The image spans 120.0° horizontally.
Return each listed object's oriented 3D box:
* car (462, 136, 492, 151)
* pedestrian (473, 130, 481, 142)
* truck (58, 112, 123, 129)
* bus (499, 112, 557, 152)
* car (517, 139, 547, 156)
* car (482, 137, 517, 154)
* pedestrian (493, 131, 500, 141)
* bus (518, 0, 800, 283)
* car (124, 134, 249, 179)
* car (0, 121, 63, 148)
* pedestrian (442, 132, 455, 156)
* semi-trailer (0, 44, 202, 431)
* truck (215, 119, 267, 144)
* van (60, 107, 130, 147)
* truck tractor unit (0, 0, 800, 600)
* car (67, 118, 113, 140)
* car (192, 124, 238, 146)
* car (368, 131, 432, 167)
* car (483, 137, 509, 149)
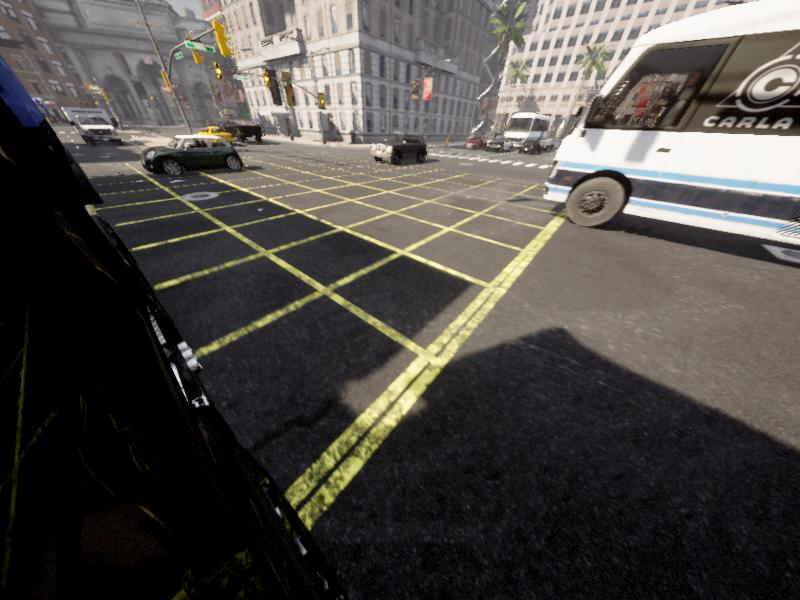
[{"bbox_3d":[10.523,-21.346,31.408,1.812,1.442,4.674,28,44,30],"label":"car"},{"bbox_3d":[15.270,-32.576,45.967,0.751,1.860,0.751,-20,42,-27],"label":"pedestrian"},{"bbox_3d":[-52.908,-30.807,39.721,6.274,2.098,2.390,-4,37,-8],"label":"truck"},{"bbox_3d":[19.198,-25.054,34.507,3.944,4.253,10.273,28,44,30],"label":"bus"},{"bbox_3d":[16.085,-18.657,28.135,1.816,1.474,4.193,28,44,30],"label":"car"},{"bbox_3d":[12.526,-19.485,28.980,2.038,1.542,4.974,28,44,30],"label":"car"},{"bbox_3d":[22.831,-38.720,54.571,0.751,1.860,0.751,28,44,30],"label":"pedestrian"},{"bbox_3d":[8.975,-3.036,4.661,10.273,4.253,3.944,28,44,29],"label":"bus"},{"bbox_3d":[-10.020,-7.040,11.171,1.970,1.475,3.806,28,44,30],"label":"car"},{"bbox_3d":[-28.182,-12.745,17.757,5.357,1.411,2.033,28,44,30],"label":"car"},{"bbox_3d":[4.765,-15.410,22.797,0.751,1.860,0.751,28,44,30],"label":"pedestrian"},{"bbox_3d":[-8.703,-3.599,4.228,14.254,4.402,2.717,28,44,30],"label":"semi-trailer"},{"bbox_3d":[-18.585,-19.694,26.964,6.274,2.098,2.390,28,44,30],"label":"truck"},{"bbox_3d":[-26.269,-14.894,19.865,6.366,2.431,2.351,28,44,30],"label":"van"},{"bbox_3d":[-2.645,-0.295,0.351,6.516,4.208,3.053,28,44,30],"label":"truck tractor unit"},{"bbox_3d":[-32.154,-17.706,23.922,4.856,1.649,2.033,28,44,30],"label":"car"},{"bbox_3d":[-19.039,-16.975,23.758,5.366,1.575,1.801,28,44,30],"label":"car"},{"bbox_3d":[0.095,-10.950,16.628,1.932,1.855,4.605,28,43,30],"label":"car"},{"bbox_3d":[14.893,-24.331,35.752,1.895,1.301,4.718,28,44,30],"label":"car"}]
